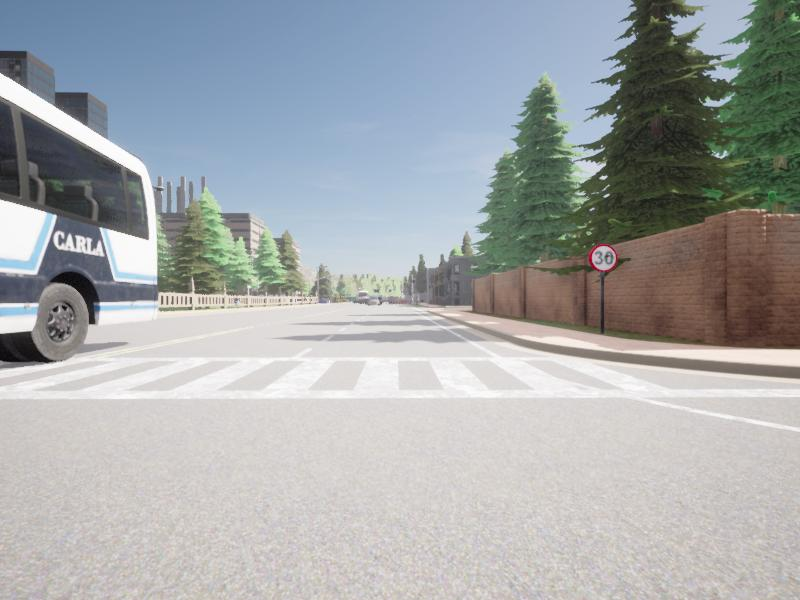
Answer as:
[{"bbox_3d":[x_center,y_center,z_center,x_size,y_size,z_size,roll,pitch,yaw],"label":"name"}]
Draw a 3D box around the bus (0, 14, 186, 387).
[{"bbox_3d":[-6.490,-1.134,4.065,3.944,4.253,10.273,0,0,-5],"label":"bus"}]
